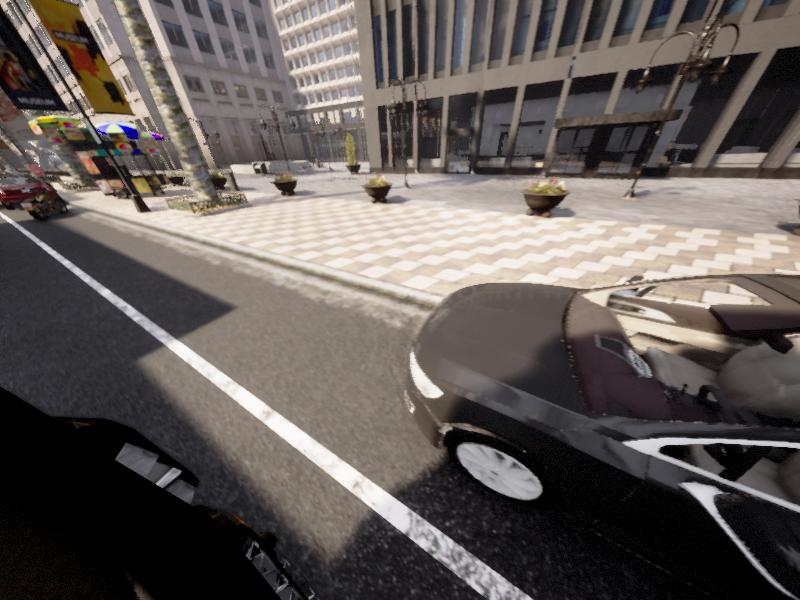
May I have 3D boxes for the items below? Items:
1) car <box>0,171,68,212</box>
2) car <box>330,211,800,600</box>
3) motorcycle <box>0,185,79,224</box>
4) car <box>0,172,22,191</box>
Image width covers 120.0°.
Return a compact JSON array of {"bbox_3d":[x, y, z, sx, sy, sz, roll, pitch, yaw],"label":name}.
[{"bbox_3d":[-23.069,-6.716,14.018,4.553,1.767,2.185,16,38,26],"label":"car"},{"bbox_3d":[2.349,0.732,1.315,4.892,1.521,2.231,16,38,26],"label":"car"},{"bbox_3d":[-16.769,-4.568,10.870,0.764,1.277,2.356,-19,37,-24],"label":"motorcycle"},{"bbox_3d":[-41.912,-12.224,23.866,4.792,1.488,2.163,16,38,26],"label":"car"}]
